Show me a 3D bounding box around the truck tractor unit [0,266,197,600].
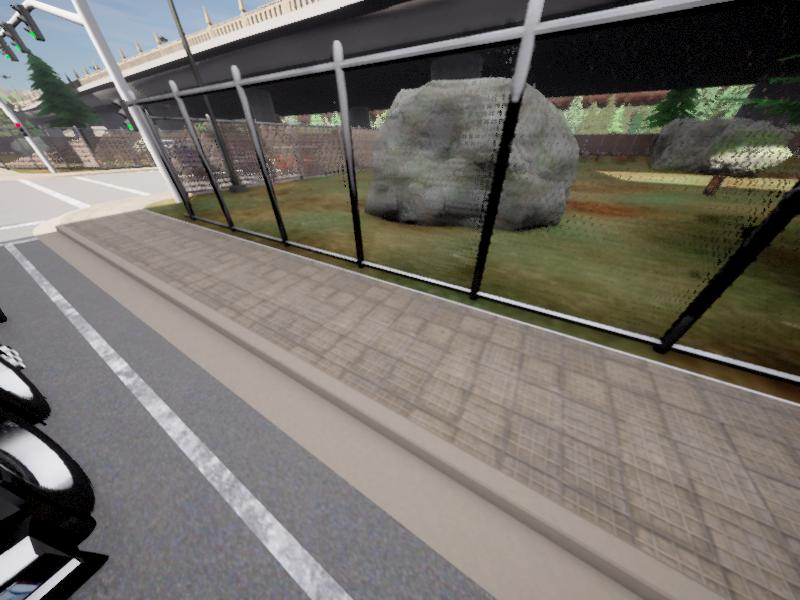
[{"bbox_3d":[-5.110,-0.302,0.775,6.516,4.208,3.053,18,39,24],"label":"truck tractor unit"}]

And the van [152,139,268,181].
[{"bbox_3d":[-14.521,-11.321,18.422,2.351,2.431,6.366,18,39,24],"label":"van"}]
